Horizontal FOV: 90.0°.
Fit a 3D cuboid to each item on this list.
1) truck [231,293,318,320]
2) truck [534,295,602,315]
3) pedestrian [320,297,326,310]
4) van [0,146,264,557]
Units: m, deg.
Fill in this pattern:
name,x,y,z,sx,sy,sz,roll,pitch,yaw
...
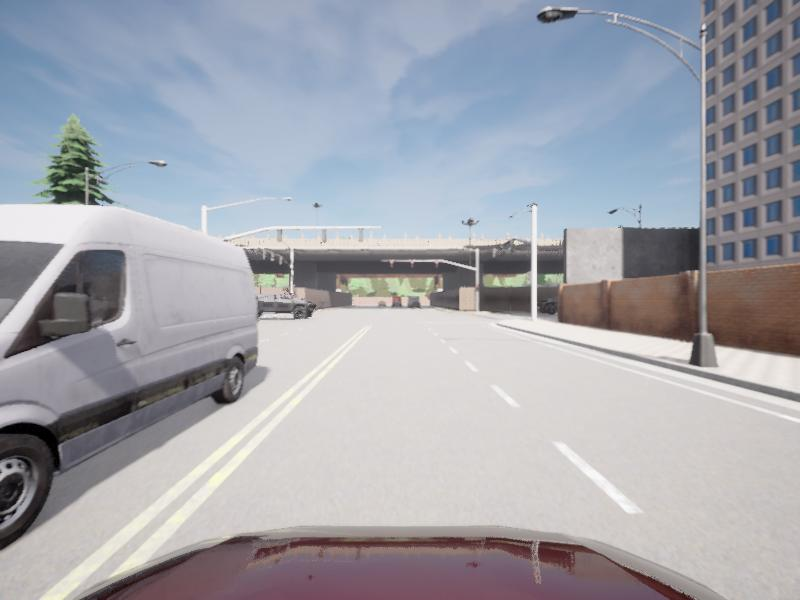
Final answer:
name,x,y,z,sx,sy,sz,roll,pitch,yaw
truck,-9.965,0.520,32.128,6.274,2.098,2.390,0,0,0
truck,17.905,0.490,42.786,6.274,2.098,2.390,0,0,0
pedestrian,-11.317,0.490,58.836,0.751,1.860,0.751,0,0,1
van,-3.507,0.323,4.511,1.988,2.561,5.915,0,0,0
